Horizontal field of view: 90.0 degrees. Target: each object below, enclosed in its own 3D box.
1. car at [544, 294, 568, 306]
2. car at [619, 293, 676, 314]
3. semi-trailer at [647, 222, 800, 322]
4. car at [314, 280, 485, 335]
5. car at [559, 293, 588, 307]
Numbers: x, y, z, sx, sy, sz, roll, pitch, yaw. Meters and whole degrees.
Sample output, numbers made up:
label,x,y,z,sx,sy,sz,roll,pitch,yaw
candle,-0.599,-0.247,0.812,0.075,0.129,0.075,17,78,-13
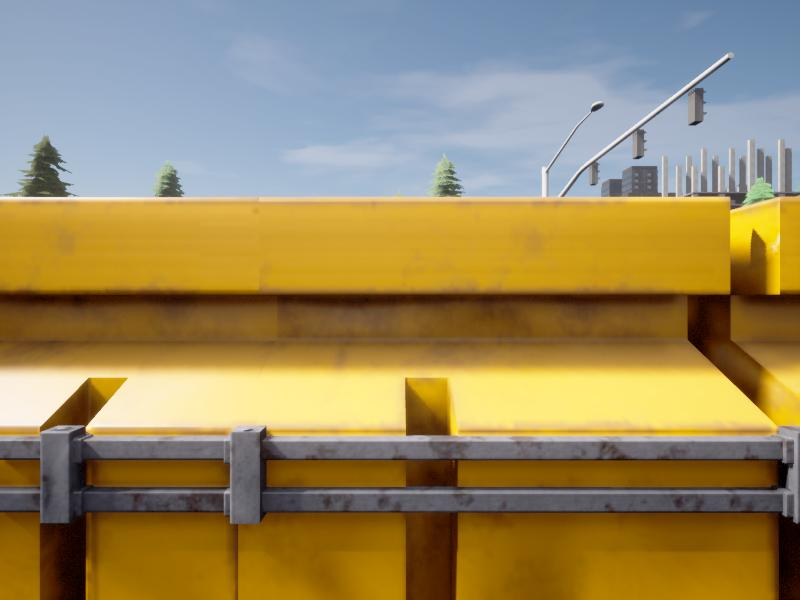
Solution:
label,x,y,z,sx,sy,sz,roll,pitch,yaw
car,26.709,-0.036,68.582,2.150,2.045,5.566,0,0,2
car,18.505,0.250,30.104,1.970,1.475,3.806,0,0,2
semi-trailer,18.768,-1.224,20.306,2.717,4.402,14.254,0,0,-5
car,-0.011,0.223,12.660,4.974,1.542,2.038,0,0,0
car,26.487,-0.037,61.282,2.150,2.045,5.566,0,0,1
